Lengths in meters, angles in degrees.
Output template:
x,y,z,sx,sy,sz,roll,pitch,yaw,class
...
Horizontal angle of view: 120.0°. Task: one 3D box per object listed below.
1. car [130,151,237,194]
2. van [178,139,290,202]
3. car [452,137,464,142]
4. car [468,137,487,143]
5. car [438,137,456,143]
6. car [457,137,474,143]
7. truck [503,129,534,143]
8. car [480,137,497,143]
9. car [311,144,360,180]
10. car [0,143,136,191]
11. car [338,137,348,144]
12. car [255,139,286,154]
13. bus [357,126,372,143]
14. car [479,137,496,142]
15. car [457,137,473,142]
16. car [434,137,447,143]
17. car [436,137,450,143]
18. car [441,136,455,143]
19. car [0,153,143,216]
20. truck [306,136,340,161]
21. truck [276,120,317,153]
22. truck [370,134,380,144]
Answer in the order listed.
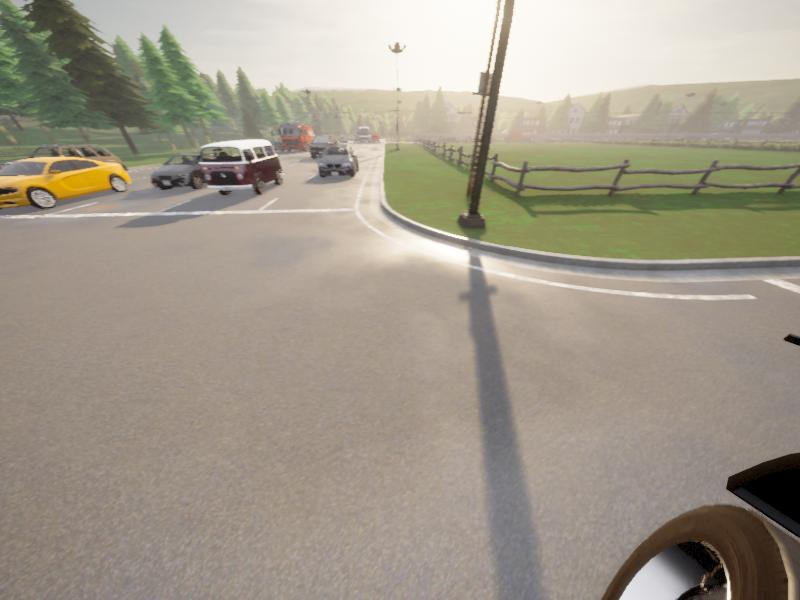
x,y,z,sx,sy,sz,roll,pitch,yaw,class
-10.762,-6.767,12.027,1.816,1.474,4.193,-2,36,-3,car
-7.140,-6.228,10.789,2.069,2.038,4.480,-3,36,-4,van
21.100,-58.787,84.537,3.633,1.501,1.845,-2,36,-3,car
25.429,-52.796,76.201,5.366,1.575,1.801,-2,36,-3,car
15.358,-52.493,75.691,5.238,1.638,1.930,-2,36,-3,car
22.344,-54.707,78.922,4.792,1.488,2.163,-2,36,-3,car
40.448,-56.285,79.105,8.468,3.827,2.891,-2,36,-3,truck
30.405,-55.006,79.290,5.008,1.535,1.882,-2,36,-3,car
-4.041,-9.306,15.402,2.242,1.667,4.611,-2,36,-3,car
-17.825,-7.312,12.444,1.932,1.855,4.605,-2,35,-3,car
-18.352,-51.544,74.621,2.152,1.651,5.027,-2,36,-2,car
-19.319,-23.175,34.793,2.152,1.651,5.027,-2,36,-2,car
-11.267,-53.231,74.468,3.944,4.253,10.273,-2,36,-2,bus
31.162,-57.036,82.203,4.902,1.511,2.128,-2,36,-3,car
23.057,-56.798,81.789,5.008,1.535,1.882,-2,36,-3,car
14.237,-56.495,81.371,3.988,1.617,1.851,-2,36,-3,car
14.719,-54.449,78.555,4.193,1.474,1.816,-2,36,-3,car
14.988,-50.532,72.758,3.866,1.878,1.905,-2,36,-3,car
-13.985,-4.901,9.368,1.882,1.535,5.008,-3,36,-4,car
-8.453,-17.238,26.101,2.390,2.098,6.274,-3,36,-5,truck
-15.974,-25.780,36.538,2.891,3.827,8.468,-2,36,-2,truck
-7.632,-49.685,71.055,2.627,2.467,5.204,-2,36,-2,truck
